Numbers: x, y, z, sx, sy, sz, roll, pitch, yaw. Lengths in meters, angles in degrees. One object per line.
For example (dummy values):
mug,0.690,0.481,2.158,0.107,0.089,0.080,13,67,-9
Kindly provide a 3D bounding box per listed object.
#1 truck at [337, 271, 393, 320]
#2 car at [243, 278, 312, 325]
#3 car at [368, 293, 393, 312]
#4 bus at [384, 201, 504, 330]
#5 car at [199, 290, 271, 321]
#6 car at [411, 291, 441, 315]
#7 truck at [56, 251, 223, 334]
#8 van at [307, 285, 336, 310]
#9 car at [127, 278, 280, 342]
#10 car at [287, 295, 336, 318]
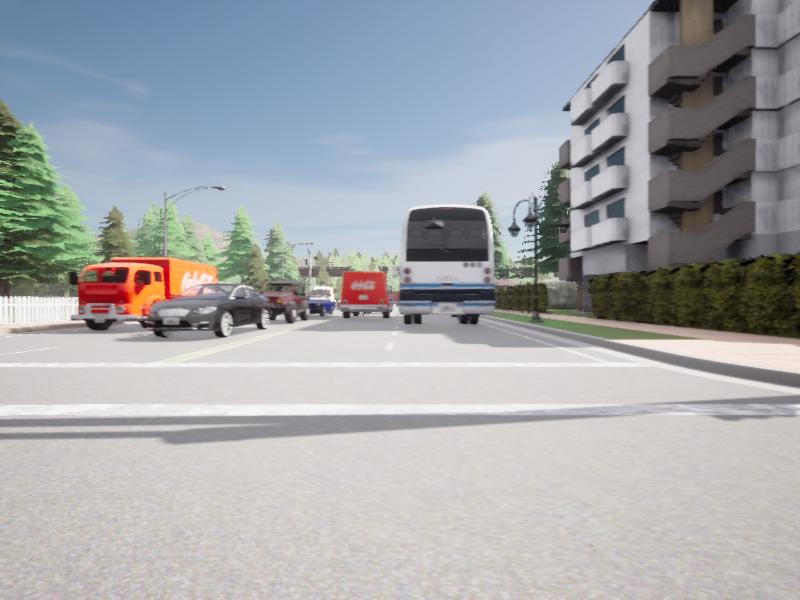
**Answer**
truck,-1.806,-0.240,22.689,2.627,2.467,5.204,0,0,1
car,-5.362,0.051,18.085,1.905,1.878,3.866,0,0,1
car,-1.644,0.227,35.662,1.882,1.535,5.008,0,0,1
bus,1.523,-1.134,18.324,3.944,4.253,10.273,0,0,1
car,-8.814,0.252,21.868,1.837,1.490,4.892,0,0,1
car,1.771,0.203,28.747,1.801,1.575,5.366,0,0,1
truck,-8.903,-0.237,14.512,2.627,2.467,5.204,0,0,1
van,-8.546,-0.269,44.030,1.988,2.561,5.915,0,0,1
car,-5.433,0.241,12.010,2.128,1.511,4.902,0,0,1
car,-5.280,0.349,24.561,1.895,1.301,4.718,0,0,1
